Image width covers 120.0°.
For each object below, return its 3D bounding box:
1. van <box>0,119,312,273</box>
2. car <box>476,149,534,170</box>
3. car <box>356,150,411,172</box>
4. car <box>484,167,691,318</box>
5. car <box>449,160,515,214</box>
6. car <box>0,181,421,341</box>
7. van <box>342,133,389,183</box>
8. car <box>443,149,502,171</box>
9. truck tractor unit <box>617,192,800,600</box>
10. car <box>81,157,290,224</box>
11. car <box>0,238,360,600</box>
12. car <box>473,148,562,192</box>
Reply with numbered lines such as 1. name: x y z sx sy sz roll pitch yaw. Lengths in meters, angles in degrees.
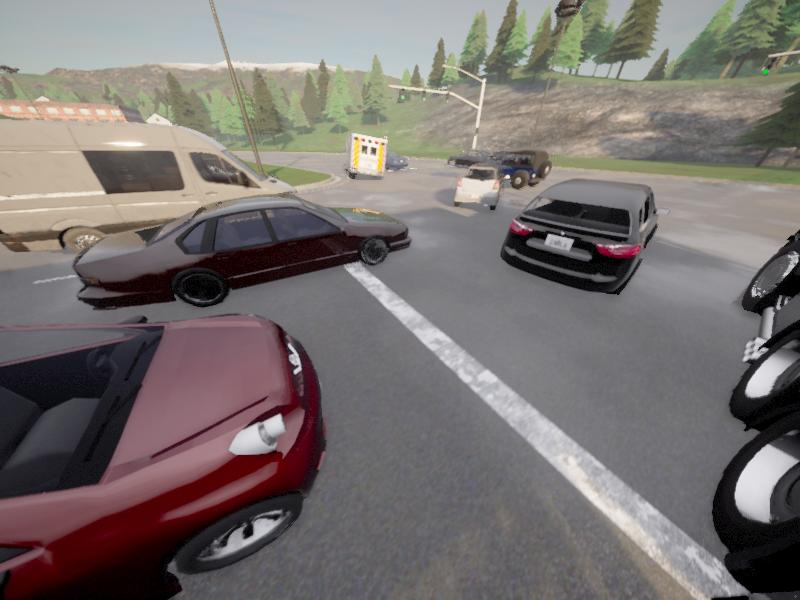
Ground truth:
1. van: -5.812 -2.935 5.977 5.915 2.561 1.988 -18 39 -24
2. car: 10.410 -14.252 23.311 1.837 1.490 4.892 -26 43 -33
3. car: -1.654 -13.059 21.594 2.033 1.411 5.357 -29 44 -35
4. car: 4.251 -1.778 5.145 4.611 1.667 2.242 -29 44 -35
5. car: 3.595 -4.987 9.884 1.845 1.501 3.633 16 38 21
6. car: -2.415 -1.277 4.617 5.357 1.411 2.033 -18 39 -25
7. van: -2.872 -10.739 17.347 2.351 2.431 6.366 -1 33 -19
8. car: 6.830 -13.550 22.258 2.128 1.511 4.902 -27 43 -34
9. truck tractor unit: 4.980 -0.415 0.942 6.516 4.208 3.053 -23 41 -29
10. car: -7.399 -4.410 8.878 5.238 1.638 1.930 -19 39 -25
11. car: -2.331 0.982 1.245 3.633 1.501 1.845 -17 39 -24
12. car: 6.620 -7.731 13.543 1.905 1.878 3.866 -25 42 -31
